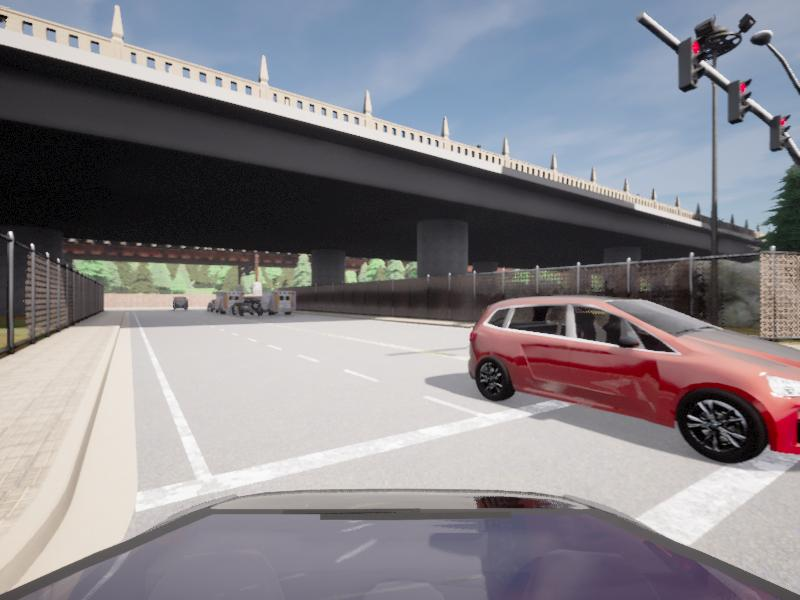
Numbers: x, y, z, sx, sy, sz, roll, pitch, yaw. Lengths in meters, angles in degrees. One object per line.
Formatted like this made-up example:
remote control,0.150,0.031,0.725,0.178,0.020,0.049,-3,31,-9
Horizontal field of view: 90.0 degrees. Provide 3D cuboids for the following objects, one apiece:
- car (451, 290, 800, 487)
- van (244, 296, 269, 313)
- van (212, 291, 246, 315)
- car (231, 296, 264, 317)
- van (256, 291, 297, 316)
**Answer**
car,3.126,0.762,5.739,2.242,1.667,4.611,0,0,-34
van,-17.421,0.528,48.431,1.775,1.987,4.442,0,0,-34
van,-19.300,0.314,44.972,2.351,2.431,6.366,0,0,-34
car,-14.579,0.601,38.025,1.932,1.855,4.605,0,0,-34
van,-13.033,0.321,41.981,2.351,2.431,6.366,0,0,-34
